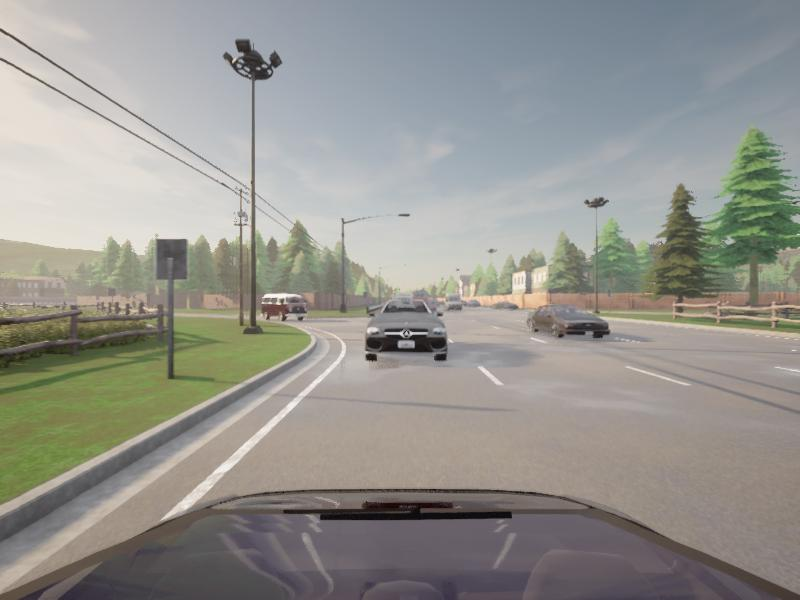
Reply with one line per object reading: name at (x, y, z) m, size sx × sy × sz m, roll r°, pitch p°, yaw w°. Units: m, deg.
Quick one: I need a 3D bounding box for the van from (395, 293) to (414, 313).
van at (0.609, 0.374, 52.980) m, size 2.351 × 2.431 × 6.366 m, roll 0°, pitch 0°, yaw 1°

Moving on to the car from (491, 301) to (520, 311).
car at (16.301, 0.886, 62.137) m, size 2.033 × 1.411 × 5.357 m, roll 0°, pitch 0°, yaw -13°

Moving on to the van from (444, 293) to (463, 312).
van at (7.655, 0.316, 57.514) m, size 1.988 × 2.561 × 5.915 m, roll 0°, pitch 0°, yaw 1°

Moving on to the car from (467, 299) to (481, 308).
car at (14.901, 0.688, 80.568) m, size 2.097 × 1.767 × 4.553 m, roll 0°, pitch 0°, yaw 1°

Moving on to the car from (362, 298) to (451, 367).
car at (0.180, 0.778, 12.208) m, size 2.152 × 1.651 × 5.027 m, roll 0°, pitch 0°, yaw 1°

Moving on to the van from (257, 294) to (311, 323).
van at (-8.890, 0.570, 30.462) m, size 2.069 × 2.038 × 4.480 m, roll 0°, pitch 0°, yaw -44°

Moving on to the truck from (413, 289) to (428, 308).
truck at (4.463, -0.333, 87.012) m, size 2.891 × 3.827 × 8.468 m, roll 0°, pitch 0°, yaw 1°

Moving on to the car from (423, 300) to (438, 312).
car at (4.128, 0.822, 54.786) m, size 1.845 × 1.501 × 3.633 m, roll 0°, pitch 0°, yaw 1°

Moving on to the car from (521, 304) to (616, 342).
car at (7.239, 0.892, 17.892) m, size 2.033 × 1.411 × 5.357 m, roll 0°, pitch 0°, yaw 1°

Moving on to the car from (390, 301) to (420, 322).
car at (0.387, 0.848, 31.843) m, size 2.163 × 1.488 × 4.792 m, roll 0°, pitch 0°, yaw 1°
